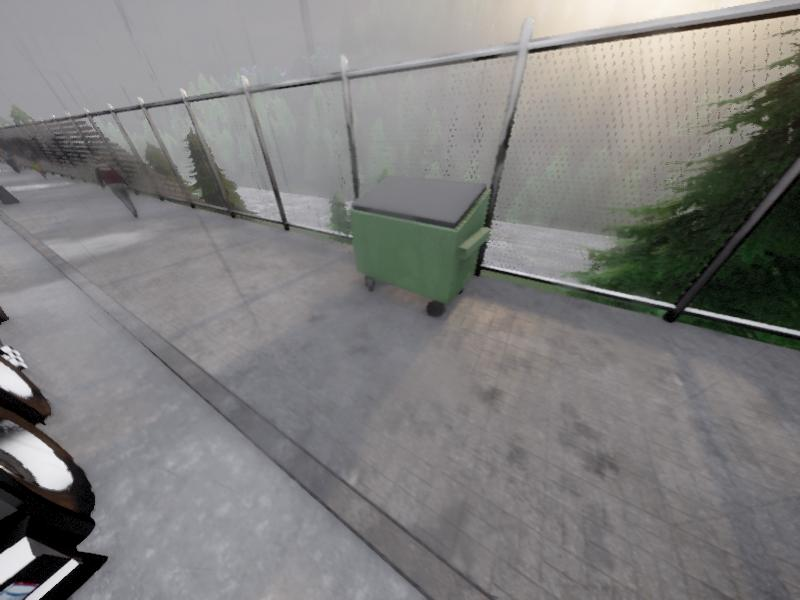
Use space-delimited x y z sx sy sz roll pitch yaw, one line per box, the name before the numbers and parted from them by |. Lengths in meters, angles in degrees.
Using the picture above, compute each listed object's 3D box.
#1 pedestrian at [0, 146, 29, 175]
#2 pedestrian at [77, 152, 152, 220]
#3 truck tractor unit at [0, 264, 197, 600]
pedestrian | -30.769 -10.985 18.185 0.751 1.860 0.751 20 40 26
pedestrian | -9.254 -3.721 7.573 0.751 1.860 0.751 27 43 33
truck tractor unit | -5.115 -0.296 0.784 6.516 4.208 3.053 18 39 24
